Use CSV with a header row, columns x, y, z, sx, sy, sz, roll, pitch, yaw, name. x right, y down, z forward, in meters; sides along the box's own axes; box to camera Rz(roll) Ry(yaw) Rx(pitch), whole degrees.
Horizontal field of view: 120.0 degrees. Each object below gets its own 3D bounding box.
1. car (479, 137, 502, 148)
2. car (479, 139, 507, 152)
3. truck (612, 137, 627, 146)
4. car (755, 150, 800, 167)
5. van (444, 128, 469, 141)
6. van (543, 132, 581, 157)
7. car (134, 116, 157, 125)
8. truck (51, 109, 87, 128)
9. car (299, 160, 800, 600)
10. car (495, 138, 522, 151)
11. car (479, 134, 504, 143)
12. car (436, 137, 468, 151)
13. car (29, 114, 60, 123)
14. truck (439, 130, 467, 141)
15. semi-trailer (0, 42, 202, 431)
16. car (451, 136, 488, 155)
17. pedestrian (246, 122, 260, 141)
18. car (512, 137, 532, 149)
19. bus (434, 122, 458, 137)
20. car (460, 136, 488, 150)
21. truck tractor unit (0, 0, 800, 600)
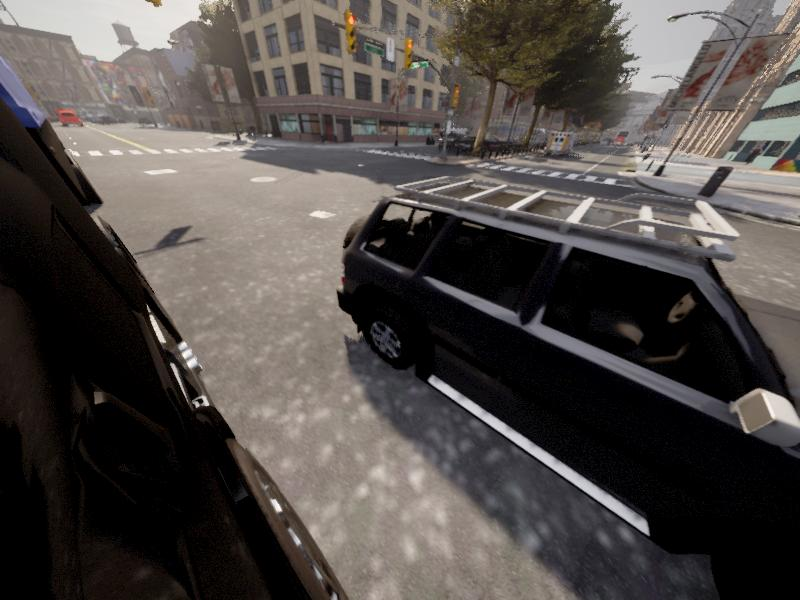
x,y,z,sx,sy,sz,roll,pitch,yaw,name
15.388,-26.764,39.199,1.837,1.490,4.892,28,43,29,car
13.088,-21.835,32.563,1.994,1.385,4.181,28,43,30,car
72.229,-52.184,76.033,2.627,2.467,5.204,28,44,30,truck
50.694,-19.003,30.936,2.161,1.482,4.786,28,43,30,car
14.975,-44.245,61.686,5.915,2.561,1.988,27,43,28,van
21.207,-20.345,30.205,2.351,2.431,6.366,28,44,30,van
-70.899,-50.032,64.469,1.932,1.855,4.605,-7,38,-12,car
-58.202,-32.012,40.680,5.204,2.467,2.627,28,44,30,truck
1.462,0.130,2.014,4.605,1.855,1.932,28,43,31,car
17.358,-24.825,36.718,2.128,1.511,4.902,28,44,30,car
22.789,-40.242,57.631,5.366,1.575,1.801,15,38,15,car
7.002,-20.907,30.868,1.812,1.442,4.674,28,44,30,car
-78.695,-40.282,51.277,2.002,1.452,4.674,-18,41,-25,car
13.554,-42.050,59.025,6.274,2.098,2.390,27,43,29,truck
-8.697,-3.605,4.231,14.254,4.402,2.717,28,44,30,semi-trailer
8.463,-18.766,27.908,2.242,1.667,4.611,28,44,30,car
-17.796,-20.482,28.066,0.751,1.860,0.751,-29,47,-35,pedestrian
21.607,-27.787,40.873,1.851,1.617,3.988,28,44,30,car
17.693,-65.073,88.282,3.944,4.253,10.273,28,43,30,bus
11.224,-23.885,35.054,2.007,1.525,4.514,28,44,30,car
-2.645,-0.295,0.351,6.516,4.208,3.053,28,44,30,truck tractor unit
